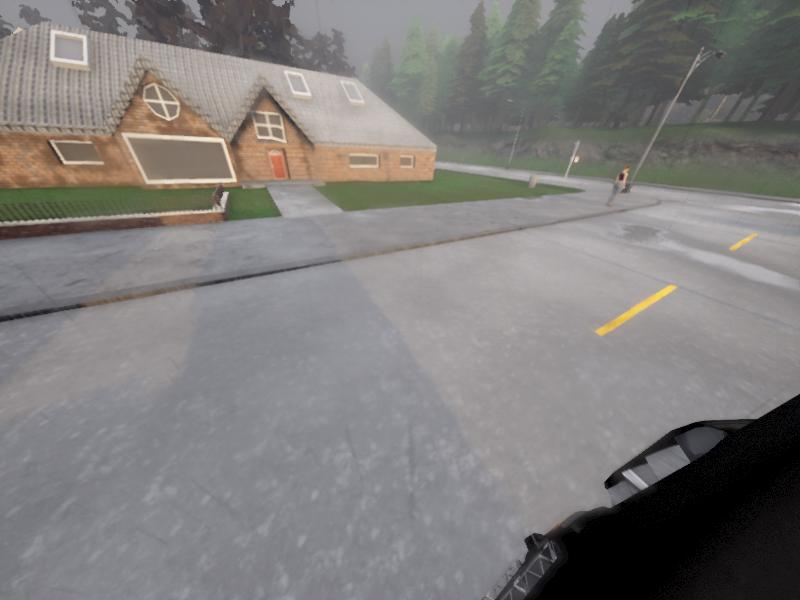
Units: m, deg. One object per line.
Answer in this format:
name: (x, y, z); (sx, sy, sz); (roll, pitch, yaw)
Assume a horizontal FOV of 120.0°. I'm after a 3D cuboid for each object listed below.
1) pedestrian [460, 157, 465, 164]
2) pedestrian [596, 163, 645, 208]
pedestrian: (11.681, -26.211, 43.292); (0.500, 1.100, 0.500); (-16, 38, -27)
pedestrian: (10.716, -5.569, 11.315); (0.751, 1.860, 0.751); (4, 33, 2)
